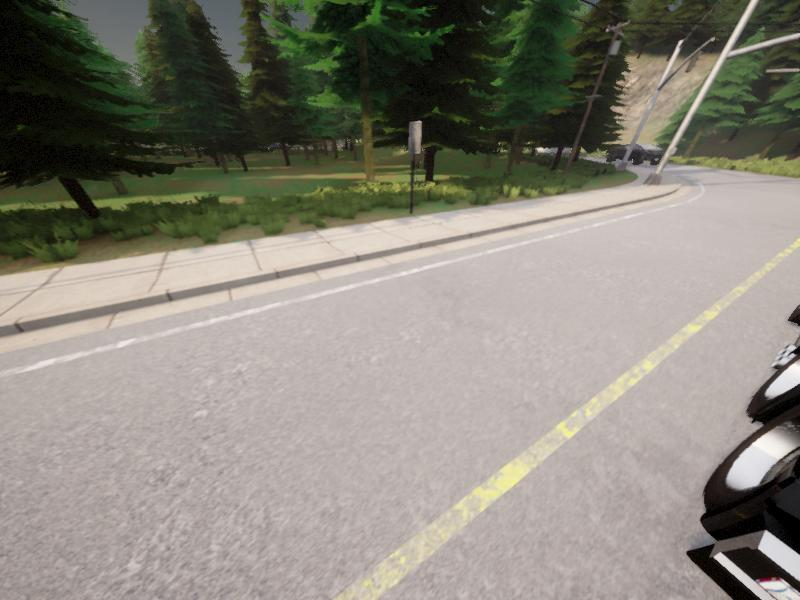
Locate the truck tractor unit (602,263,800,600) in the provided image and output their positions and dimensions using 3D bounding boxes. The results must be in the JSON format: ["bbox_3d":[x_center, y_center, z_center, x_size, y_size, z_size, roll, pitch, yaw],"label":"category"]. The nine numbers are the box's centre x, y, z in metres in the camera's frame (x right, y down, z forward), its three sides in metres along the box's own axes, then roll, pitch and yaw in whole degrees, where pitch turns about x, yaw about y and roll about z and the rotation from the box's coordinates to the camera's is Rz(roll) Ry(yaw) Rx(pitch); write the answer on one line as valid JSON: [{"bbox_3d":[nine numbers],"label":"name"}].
[{"bbox_3d":[5.110,-0.300,0.787,6.516,4.208,3.053,-18,39,-24],"label":"truck tractor unit"}]

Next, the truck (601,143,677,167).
[{"bbox_3d":[27.365,-17.010,26.922,2.390,2.098,6.274,1,35,1],"label":"truck"}]
